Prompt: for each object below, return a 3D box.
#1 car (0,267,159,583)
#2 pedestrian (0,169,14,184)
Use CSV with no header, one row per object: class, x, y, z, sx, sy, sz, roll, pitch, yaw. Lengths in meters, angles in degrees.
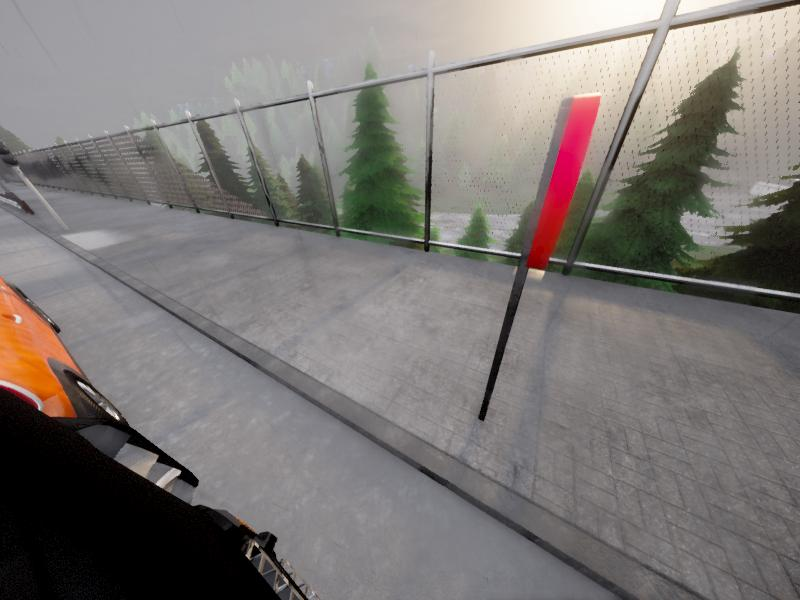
car,-4.631,0.598,1.776,4.553,1.767,2.097,16,38,26
pedestrian,-57.603,-17.959,33.488,0.751,1.860,0.751,26,43,36
